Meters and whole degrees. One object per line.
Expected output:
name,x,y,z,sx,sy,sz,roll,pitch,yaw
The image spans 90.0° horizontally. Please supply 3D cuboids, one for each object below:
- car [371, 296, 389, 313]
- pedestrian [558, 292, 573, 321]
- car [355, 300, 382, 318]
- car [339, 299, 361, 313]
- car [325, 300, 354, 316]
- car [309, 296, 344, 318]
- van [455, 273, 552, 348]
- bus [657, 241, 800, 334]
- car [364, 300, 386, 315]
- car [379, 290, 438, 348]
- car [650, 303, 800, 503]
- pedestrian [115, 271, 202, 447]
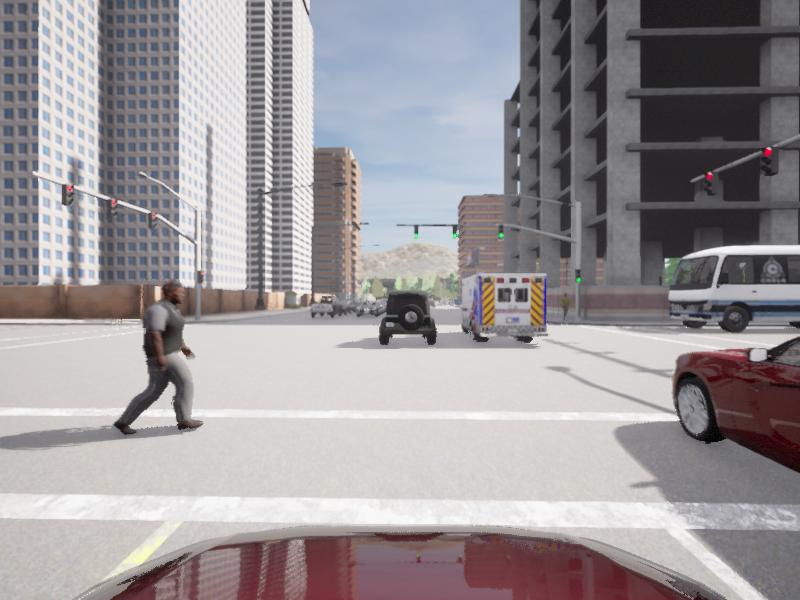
car,-2.345,0.524,47.741,1.905,1.878,3.866,0,0,2
pedestrian,10.649,0.423,25.753,0.751,1.860,0.751,0,0,16
car,-2.776,0.761,35.959,1.970,1.475,3.806,0,0,2
car,-5.866,0.666,47.336,1.851,1.617,3.988,0,0,2
car,-6.103,0.745,40.892,2.163,1.488,4.792,0,0,2
car,-6.296,0.562,34.743,1.932,1.855,4.605,0,0,4
van,3.810,0.337,16.251,2.351,2.431,6.366,0,0,1
bus,19.372,-0.580,20.160,10.273,4.253,3.944,0,0,2
car,-2.574,0.763,41.669,1.812,1.442,4.674,0,0,2
car,0.291,0.608,14.891,1.905,1.878,3.866,0,0,1
car,4.028,0.817,2.787,1.882,1.535,5.008,0,0,6
pedestrian,-2.792,0.624,4.715,0.751,1.860,0.751,0,0,-20
